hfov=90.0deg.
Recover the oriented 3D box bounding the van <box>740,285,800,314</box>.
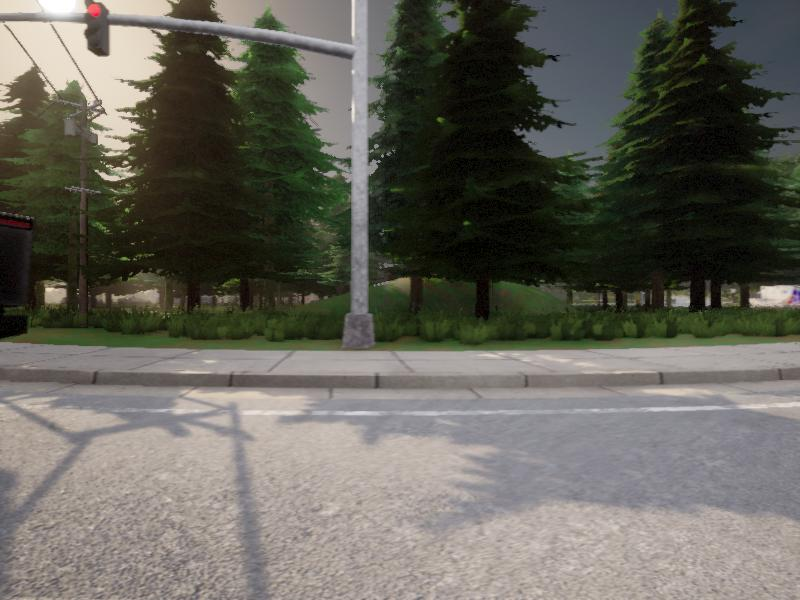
[{"bbox_3d":[34.588,-0.056,36.091,2.351,2.431,6.366,0,0,-2],"label":"van"}]

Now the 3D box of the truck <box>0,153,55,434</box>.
[{"bbox_3d":[-6.210,-0.060,2.697,6.274,2.098,2.390,0,1,9],"label":"truck"}]
